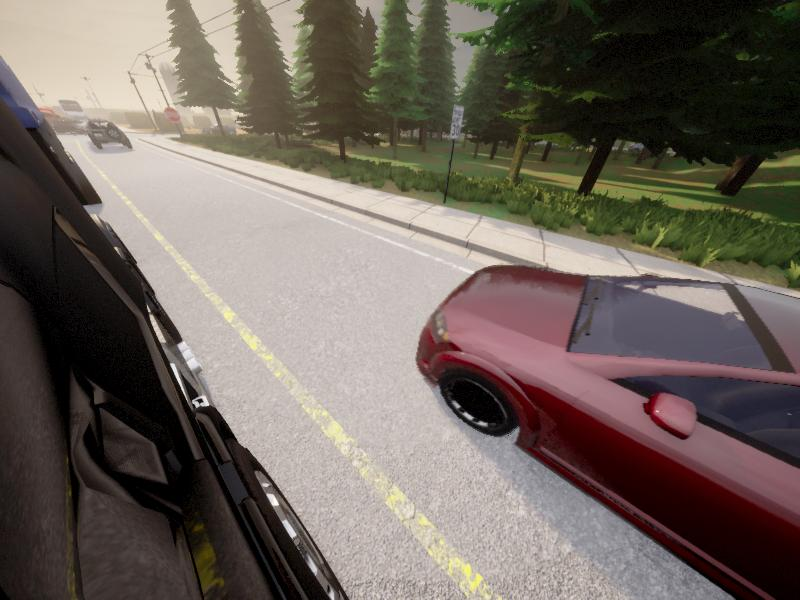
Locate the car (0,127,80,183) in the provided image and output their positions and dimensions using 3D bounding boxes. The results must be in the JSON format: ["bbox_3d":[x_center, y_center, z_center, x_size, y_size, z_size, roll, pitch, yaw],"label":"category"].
[{"bbox_3d":[-15.970,-6.293,9.807,4.902,1.511,2.128,28,44,30],"label":"car"}]

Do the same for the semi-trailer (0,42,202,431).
[{"bbox_3d":[-8.703,-3.603,4.222,14.254,4.402,2.717,28,44,30],"label":"semi-trailer"}]

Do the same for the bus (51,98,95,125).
[{"bbox_3d":[-75.008,-43.149,53.059,10.273,4.253,3.944,29,44,31],"label":"bus"}]

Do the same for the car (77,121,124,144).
[{"bbox_3d":[-27.665,-15.535,21.390,4.514,1.525,2.007,31,45,33],"label":"car"}]

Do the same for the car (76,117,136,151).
[{"bbox_3d":[-22.796,-12.916,17.899,4.605,1.855,1.932,29,44,31],"label":"car"}]

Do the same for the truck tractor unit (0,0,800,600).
[{"bbox_3d":[-2.645,-0.295,0.351,6.516,4.208,3.053,28,44,30],"label":"truck tractor unit"}]

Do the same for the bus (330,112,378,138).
[{"bbox_3d":[-10.069,-39.345,52.101,3.944,4.253,10.273,27,43,29],"label":"bus"}]

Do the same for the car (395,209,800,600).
[{"bbox_3d":[2.218,0.658,1.757,4.181,1.385,1.994,27,43,29],"label":"car"}]

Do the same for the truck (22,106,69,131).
[{"bbox_3d":[-50.400,-25.878,32.958,5.204,2.467,2.627,31,45,29],"label":"truck"}]

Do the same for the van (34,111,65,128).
[{"bbox_3d":[-57.802,-29.843,38.207,4.480,2.038,2.069,29,44,31],"label":"van"}]

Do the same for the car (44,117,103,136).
[{"bbox_3d":[-38.823,-20.716,27.569,3.988,1.617,1.851,8,37,6],"label":"car"}]

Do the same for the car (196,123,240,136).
[{"bbox_3d":[-29.452,-27.668,37.568,2.128,1.511,4.902,27,43,29],"label":"car"}]

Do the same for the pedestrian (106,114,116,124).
[{"bbox_3d":[-71.497,-44.751,57.130,0.751,1.860,0.751,20,40,22],"label":"pedestrian"}]
